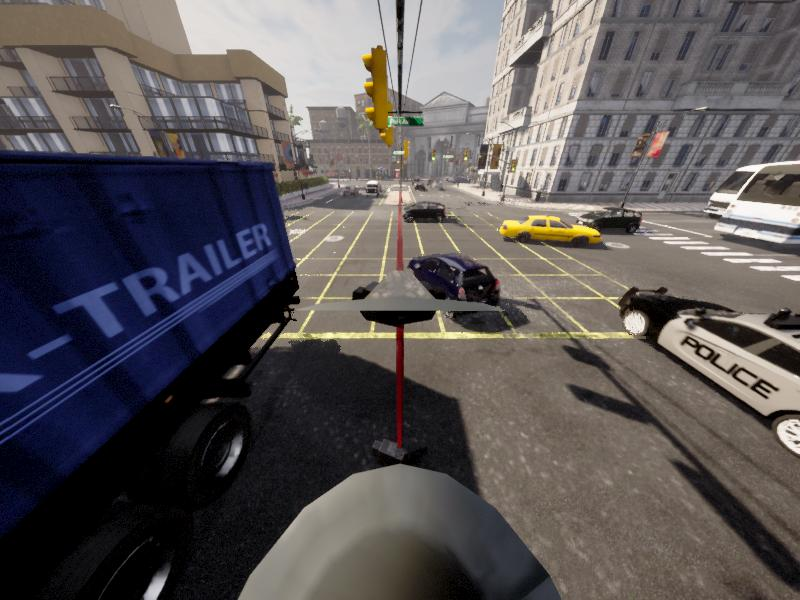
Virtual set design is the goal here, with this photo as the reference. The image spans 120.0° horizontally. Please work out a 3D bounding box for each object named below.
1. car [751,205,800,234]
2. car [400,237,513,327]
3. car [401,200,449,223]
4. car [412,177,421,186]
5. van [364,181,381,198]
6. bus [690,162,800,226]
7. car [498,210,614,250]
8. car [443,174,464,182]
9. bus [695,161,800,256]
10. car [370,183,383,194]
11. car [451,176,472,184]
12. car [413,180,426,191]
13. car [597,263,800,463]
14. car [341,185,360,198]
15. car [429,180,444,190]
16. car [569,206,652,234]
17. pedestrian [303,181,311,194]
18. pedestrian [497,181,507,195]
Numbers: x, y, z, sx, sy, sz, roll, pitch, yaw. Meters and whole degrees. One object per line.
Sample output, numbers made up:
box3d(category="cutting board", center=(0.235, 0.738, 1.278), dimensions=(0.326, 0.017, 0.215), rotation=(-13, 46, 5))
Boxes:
box3d(category="car", center=(28.522, -5.679, 16.236), dimensions=(3.988, 1.617, 1.851), rotation=(0, 30, 0))
box3d(category="car", center=(1.606, -0.895, 8.024), dimensions=(1.845, 1.501, 3.633), rotation=(-13, 32, -22))
box3d(category="car", center=(1.947, -7.369, 19.215), dimensions=(3.705, 1.549, 1.789), rotation=(0, 30, 0))
box3d(category="car", center=(3.875, -28.378, 55.283), dimensions=(1.932, 1.855, 4.605), rotation=(0, 30, -1))
box3d(category="van", center=(-4.179, -17.084, 35.556), dimensions=(2.069, 2.038, 4.480), rotation=(0, 30, 0))
box3d(category="bus", center=(31.815, -8.515, 18.502), dimensions=(10.273, 4.253, 3.944), rotation=(0, 30, 0))
box3d(category="car", center=(8.937, -4.336, 13.933), dimensions=(5.366, 1.575, 1.801), rotation=(10, 31, 17))
box3d(category="car", center=(15.951, -36.596, 69.353), dimensions=(5.566, 2.045, 2.150), rotation=(0, 30, 1))
box3d(category="bus", center=(24.817, -5.130, 12.639), dimensions=(10.273, 4.253, 3.944), rotation=(0, 30, 0))
box3d(category="car", center=(-4.167, -20.061, 41.308), dimensions=(1.812, 1.442, 4.674), rotation=(0, 30, 0))
box3d(category="car", center=(16.695, -32.731, 63.050), dimensions=(4.856, 1.649, 2.033), rotation=(-7, 31, -11))
box3d(category="car", center=(3.849, -22.858, 46.061), dimensions=(2.038, 1.542, 4.974), rotation=(0, 30, 0))
box3d(category="car", center=(7.212, 0.982, 4.663), dimensions=(1.930, 1.638, 5.238), rotation=(0, 30, 0))
box3d(category="car", center=(-7.682, -17.137, 36.245), dimensions=(1.812, 1.442, 4.674), rotation=(0, 30, 0))
box3d(category="car", center=(7.355, -23.436, 46.975), dimensions=(2.152, 1.651, 5.027), rotation=(0, 30, 0))
box3d(category="car", center=(14.605, -5.637, 16.215), dimensions=(3.705, 1.549, 1.789), rotation=(0, 30, 0))
box3d(category="pedestrian", center=(-14.842, -17.943, 36.870), dimensions=(0.751, 1.860, 0.751), rotation=(-1, 30, -2))
box3d(category="pedestrian", center=(15.807, -17.390, 35.912), dimensions=(0.751, 1.860, 0.751), rotation=(-2, 30, -4))
